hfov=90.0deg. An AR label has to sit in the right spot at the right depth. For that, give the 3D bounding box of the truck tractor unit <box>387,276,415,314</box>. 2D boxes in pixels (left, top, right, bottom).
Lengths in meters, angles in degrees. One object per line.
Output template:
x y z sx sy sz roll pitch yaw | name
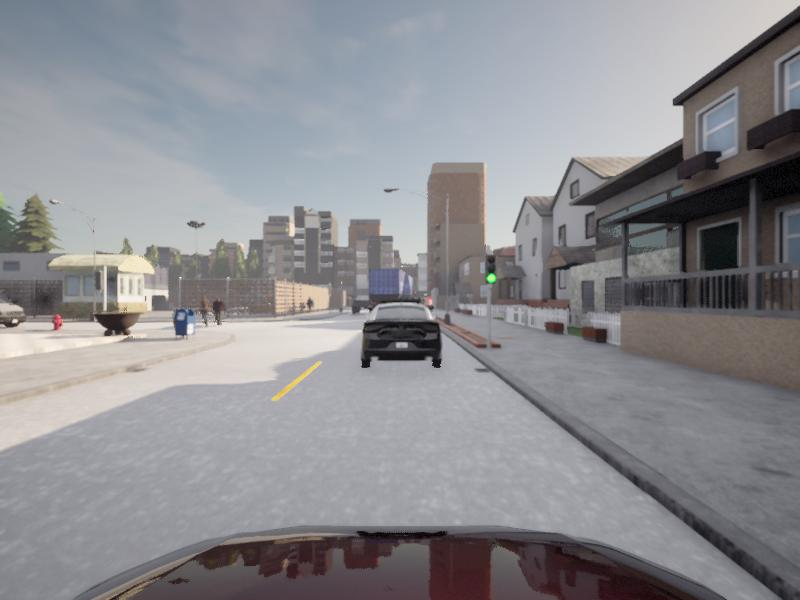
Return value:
0.071 -0.551 47.397 3.053 4.208 6.516 0 0 0 | truck tractor unit

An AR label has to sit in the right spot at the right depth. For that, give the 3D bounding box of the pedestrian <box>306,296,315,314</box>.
-9.211 0.489 41.063 0.751 1.860 0.751 0 0 -3 | pedestrian

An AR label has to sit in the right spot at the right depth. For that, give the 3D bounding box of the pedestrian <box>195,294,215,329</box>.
-10.490 0.613 21.536 0.751 1.860 0.751 0 0 -1 | pedestrian

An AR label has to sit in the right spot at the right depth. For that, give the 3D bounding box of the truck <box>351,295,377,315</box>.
-3.940 0.493 44.937 2.390 2.098 6.274 0 0 0 | truck

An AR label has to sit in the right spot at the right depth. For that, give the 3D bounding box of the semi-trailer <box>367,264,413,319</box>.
-0.563 -0.663 39.514 2.717 4.402 14.254 0 0 6 | semi-trailer

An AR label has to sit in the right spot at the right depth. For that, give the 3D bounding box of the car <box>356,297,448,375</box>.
0.023 0.759 11.046 1.930 1.638 5.238 0 0 0 | car

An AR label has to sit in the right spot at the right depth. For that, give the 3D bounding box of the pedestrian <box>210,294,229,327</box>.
-10.517 0.612 23.302 0.751 1.860 0.751 0 0 -1 | pedestrian

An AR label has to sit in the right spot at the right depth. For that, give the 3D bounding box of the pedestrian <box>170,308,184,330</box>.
-11.705 0.994 20.992 0.500 1.100 0.500 0 0 -43 | pedestrian

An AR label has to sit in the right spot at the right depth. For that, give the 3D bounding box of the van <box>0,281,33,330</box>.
-23.965 0.298 21.896 5.915 2.561 1.988 0 0 1 | van
